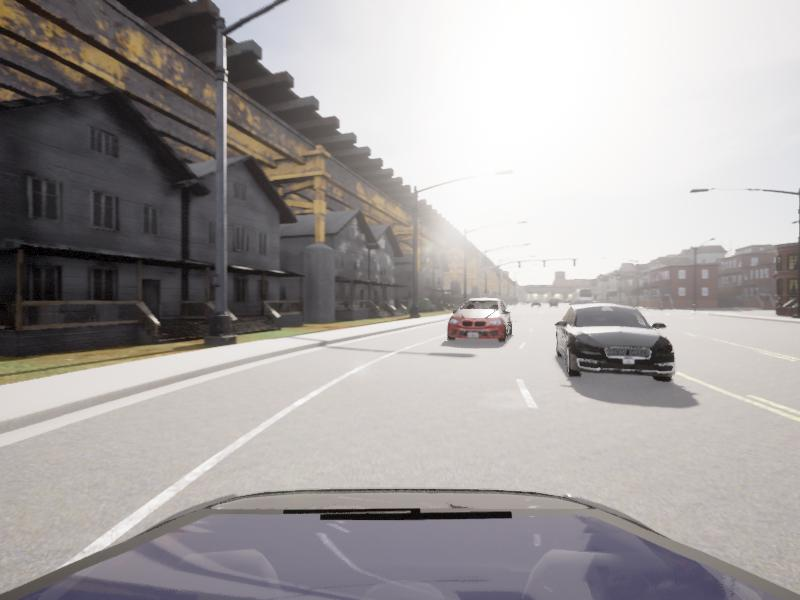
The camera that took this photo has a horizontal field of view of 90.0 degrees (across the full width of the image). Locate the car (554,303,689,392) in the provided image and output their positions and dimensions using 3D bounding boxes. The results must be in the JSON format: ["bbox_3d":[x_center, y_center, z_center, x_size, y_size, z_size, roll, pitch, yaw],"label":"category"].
[{"bbox_3d":[4.821,0.848,9.498,1.837,1.490,4.892,0,0,17],"label":"car"}]

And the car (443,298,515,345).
[{"bbox_3d":[3.425,0.755,16.547,2.242,1.667,4.611,0,0,20],"label":"car"}]

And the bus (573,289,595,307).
[{"bbox_3d":[44.677,-0.508,97.378,3.944,4.253,10.273,0,0,20],"label":"bus"}]
